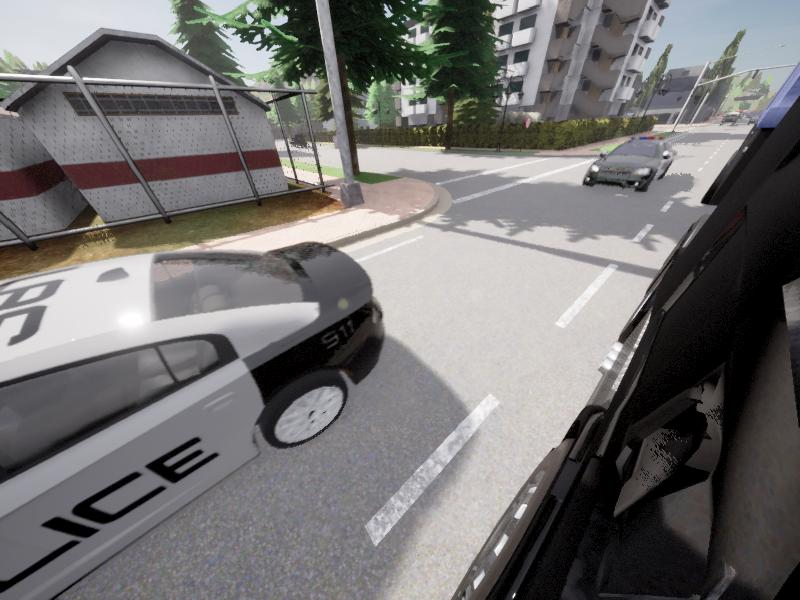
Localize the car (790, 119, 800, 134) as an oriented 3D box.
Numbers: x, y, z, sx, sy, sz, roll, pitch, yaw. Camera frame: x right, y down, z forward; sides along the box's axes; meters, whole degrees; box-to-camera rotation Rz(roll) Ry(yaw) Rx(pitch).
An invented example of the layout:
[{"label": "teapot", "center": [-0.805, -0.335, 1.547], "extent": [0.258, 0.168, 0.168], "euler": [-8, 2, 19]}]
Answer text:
[{"label": "car", "center": [44.926, -19.266, 24.992], "extent": [4.605, 1.855, 1.932], "euler": [-28, 44, -30]}]

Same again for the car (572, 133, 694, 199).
[{"label": "car", "center": [9.159, -5.438, 9.052], "extent": [4.974, 1.542, 2.038], "euler": [-28, 44, -30]}]

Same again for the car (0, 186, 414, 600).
[{"label": "car", "center": [-2.502, 0.768, 1.403], "extent": [5.238, 1.638, 1.930], "euler": [-28, 44, -30]}]

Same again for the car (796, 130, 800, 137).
[{"label": "car", "center": [39.550, -16.263, 21.566], "extent": [5.366, 1.575, 1.801], "euler": [-28, 44, -30]}]

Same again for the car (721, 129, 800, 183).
[{"label": "car", "center": [15.513, -6.061, 9.551], "extent": [3.806, 1.475, 1.970], "euler": [-28, 43, -30]}]

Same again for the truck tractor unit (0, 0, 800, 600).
[{"label": "truck tractor unit", "center": [2.645, -0.295, 0.351], "extent": [6.516, 4.208, 3.053], "euler": [-28, 44, -30]}]

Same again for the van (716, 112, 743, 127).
[{"label": "van", "center": [61.978, -33.959, 43.422], "extent": [4.480, 2.038, 2.069], "euler": [-28, 44, -30]}]

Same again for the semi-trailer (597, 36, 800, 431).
[{"label": "semi-trailer", "center": [8.729, -3.585, 4.194], "extent": [14.254, 4.402, 2.717], "euler": [-28, 43, -29]}]
